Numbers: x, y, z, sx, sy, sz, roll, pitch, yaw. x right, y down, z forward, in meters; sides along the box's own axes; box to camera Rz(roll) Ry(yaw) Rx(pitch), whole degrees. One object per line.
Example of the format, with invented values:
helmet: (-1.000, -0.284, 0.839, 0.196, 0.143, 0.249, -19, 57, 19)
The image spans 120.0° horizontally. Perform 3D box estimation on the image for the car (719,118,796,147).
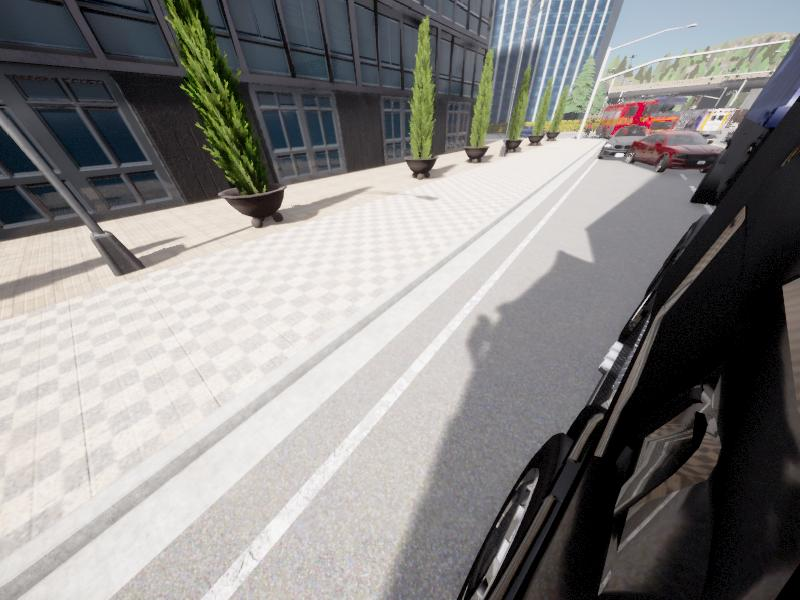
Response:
car: (28.330, -13.519, 18.571, 1.930, 1.638, 5.238, 24, 44, 31)

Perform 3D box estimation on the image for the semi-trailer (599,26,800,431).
semi-trailer: (8.619, -3.658, 4.304, 14.254, 4.402, 2.717, -29, 44, -31)

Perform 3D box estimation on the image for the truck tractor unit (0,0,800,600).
truck tractor unit: (2.645, -0.295, 0.351, 6.516, 4.208, 3.053, -28, 44, -30)

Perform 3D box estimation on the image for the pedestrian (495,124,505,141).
pedestrian: (13.209, -22.066, 30.434, 0.751, 1.860, 0.751, 16, 40, 23)

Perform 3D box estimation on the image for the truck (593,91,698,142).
truck: (26.498, -20.313, 25.931, 2.891, 3.827, 8.468, 2, 37, 6)

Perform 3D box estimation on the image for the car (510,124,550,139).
car: (20.546, -26.710, 36.673, 4.856, 1.649, 2.033, 24, 44, 31)

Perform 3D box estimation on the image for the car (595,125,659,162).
car: (14.755, -10.243, 15.021, 2.242, 1.667, 4.611, 26, 45, 33)

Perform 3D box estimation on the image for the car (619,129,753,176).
car: (13.461, -7.461, 11.480, 1.882, 1.535, 5.008, 9, 38, 15)

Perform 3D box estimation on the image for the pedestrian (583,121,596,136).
pedestrian: (28.118, -25.436, 34.269, 0.751, 1.860, 0.751, 22, 43, 29)

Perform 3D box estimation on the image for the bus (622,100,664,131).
bus: (47.639, -36.324, 45.648, 3.944, 4.253, 10.273, 24, 44, 31)

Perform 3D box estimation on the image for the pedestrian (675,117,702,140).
pedestrian: (29.084, -17.291, 23.336, 0.751, 1.860, 0.751, -18, 40, -20)

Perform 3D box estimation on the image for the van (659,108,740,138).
van: (33.989, -20.359, 26.696, 2.351, 2.431, 6.366, 8, 38, 14)
